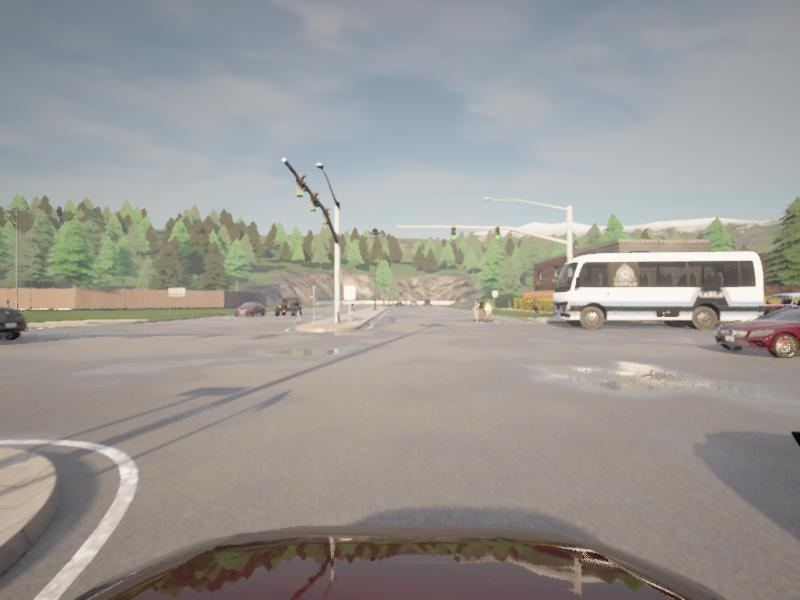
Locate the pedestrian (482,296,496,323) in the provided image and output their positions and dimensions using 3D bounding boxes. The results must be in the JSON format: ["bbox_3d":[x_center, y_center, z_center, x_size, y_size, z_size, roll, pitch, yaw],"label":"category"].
[{"bbox_3d":[6.253,0.664,28.201,0.751,1.860,0.751,0,0,-7],"label":"pedestrian"}]

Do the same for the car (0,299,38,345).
[{"bbox_3d":[-16.965,0.794,14.871,5.027,1.651,2.152,0,0,-1],"label":"car"}]

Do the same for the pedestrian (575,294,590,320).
[{"bbox_3d":[13.257,0.477,29.055,0.751,1.860,0.751,0,0,3],"label":"pedestrian"}]

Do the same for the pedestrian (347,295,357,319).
[{"bbox_3d":[-3.690,0.515,30.851,0.751,1.860,0.751,0,0,-4],"label":"pedestrian"}]

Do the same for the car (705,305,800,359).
[{"bbox_3d":[11.951,0.881,11.701,4.674,1.442,1.812,0,0,-1],"label":"car"}]

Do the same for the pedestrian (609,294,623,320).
[{"bbox_3d":[15.591,0.513,28.911,0.751,1.860,0.751,0,0,12],"label":"pedestrian"}]

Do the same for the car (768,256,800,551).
[{"bbox_3d":[3.501,0.646,0.831,1.905,1.878,3.866,0,0,0],"label":"car"}]

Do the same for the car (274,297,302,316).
[{"bbox_3d":[-11.547,0.686,41.524,1.905,1.878,3.866,0,0,0],"label":"car"}]

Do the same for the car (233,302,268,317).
[{"bbox_3d":[-15.046,0.909,40.433,1.812,1.442,4.674,0,0,0],"label":"car"}]

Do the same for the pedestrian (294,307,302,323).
[{"bbox_3d":[-7.157,1.044,28.143,0.500,1.100,0.500,0,0,-6],"label":"pedestrian"}]

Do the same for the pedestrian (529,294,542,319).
[{"bbox_3d":[10.049,0.489,29.632,0.751,1.860,0.751,0,0,3],"label":"pedestrian"}]

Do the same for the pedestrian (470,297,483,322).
[{"bbox_3d":[5.807,0.708,30.394,0.751,1.860,0.751,0,0,-10],"label":"pedestrian"}]

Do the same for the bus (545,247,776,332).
[{"bbox_3d":[14.004,-0.512,22.599,10.273,4.253,3.944,0,0,6],"label":"bus"}]

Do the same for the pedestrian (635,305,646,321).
[{"bbox_3d":[16.414,0.891,27.253,0.500,1.100,0.500,0,0,-40],"label":"pedestrian"}]

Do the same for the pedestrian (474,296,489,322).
[{"bbox_3d":[6.076,0.666,29.833,0.751,1.860,0.751,0,0,-27],"label":"pedestrian"}]

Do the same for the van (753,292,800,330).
[{"bbox_3d":[22.873,0.593,22.327,4.480,2.038,2.069,0,0,-1],"label":"van"}]
